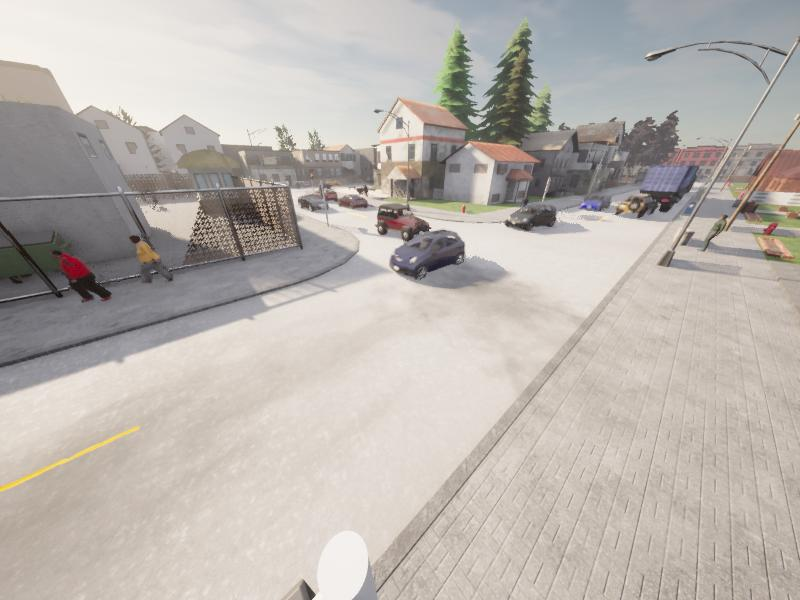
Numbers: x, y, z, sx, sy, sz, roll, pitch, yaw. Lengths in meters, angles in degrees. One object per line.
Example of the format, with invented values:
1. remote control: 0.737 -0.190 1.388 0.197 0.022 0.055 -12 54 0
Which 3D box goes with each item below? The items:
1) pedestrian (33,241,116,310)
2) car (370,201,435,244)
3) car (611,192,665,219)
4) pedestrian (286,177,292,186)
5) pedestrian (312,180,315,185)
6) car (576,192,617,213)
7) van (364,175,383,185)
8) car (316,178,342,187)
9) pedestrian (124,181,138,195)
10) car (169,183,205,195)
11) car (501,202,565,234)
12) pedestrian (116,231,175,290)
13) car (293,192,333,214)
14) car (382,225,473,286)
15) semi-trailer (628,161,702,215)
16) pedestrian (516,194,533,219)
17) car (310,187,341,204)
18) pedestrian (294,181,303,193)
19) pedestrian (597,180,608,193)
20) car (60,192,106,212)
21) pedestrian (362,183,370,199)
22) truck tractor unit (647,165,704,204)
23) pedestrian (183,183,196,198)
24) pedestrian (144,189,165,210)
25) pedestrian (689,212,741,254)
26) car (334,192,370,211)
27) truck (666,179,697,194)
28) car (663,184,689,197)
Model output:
1. pedestrian: -9.953 -0.754 7.178 0.751 1.860 0.751 24 38 36
2. car: 0.080 -5.141 15.019 1.905 1.878 3.866 -27 39 -38
3. car: 22.224 -8.897 21.534 4.605 1.855 1.932 -18 35 -29
4. pedestrian: -25.488 -27.189 52.981 0.751 1.860 0.751 -22 37 -33
5. pedestrian: -21.063 -28.620 56.220 0.500 1.100 0.500 -23 37 -34
6. car: 20.736 -10.314 24.344 4.514 1.525 2.007 -23 37 -34
7. van: -6.844 -31.138 59.954 4.442 1.987 1.775 -23 37 -34
8. car: -16.295 -27.010 53.207 5.366 1.575 1.801 -23 37 -34
9. pedestrian: -42.905 -17.907 36.904 0.751 1.860 0.751 -21 36 -32
10. car: -35.776 -18.711 38.939 4.193 1.474 1.816 -22 36 -32
11. car: 9.808 -6.181 17.105 3.988 1.617 1.851 -15 33 -25
12. pedestrian: -9.112 -1.442 8.369 0.751 1.860 0.751 -23 37 -35
13. car: -9.255 -10.369 24.454 2.128 1.511 4.902 -23 37 -34
14. car: 1.247 -2.149 10.198 3.633 1.501 1.845 -23 37 -34
15. semi-trailer: 29.922 -12.809 25.769 14.254 4.402 2.717 -22 37 -34
16. pedestrian: 10.668 -8.063 19.856 0.751 1.860 0.751 11 32 18
17. car: -9.926 -13.902 30.558 2.007 1.525 4.514 -23 37 -34
18. pedestrian: -17.491 -19.414 39.723 0.751 1.860 0.751 14 33 23
19. pedestrian: 34.521 -19.368 39.435 0.751 1.860 0.751 -23 37 -34
20. car: -33.330 -10.450 24.440 1.816 1.474 4.193 -23 37 -34
21. pedestrian: -4.708 -15.082 32.017 0.751 1.860 0.751 -18 35 -28
22. truck tractor unit: 36.012 -15.234 30.214 6.516 4.208 3.053 -23 37 -34
23. pedestrian: -29.932 -15.552 32.828 0.751 1.860 0.751 -18 34 -28
24. pedestrian: -25.288 -10.368 23.853 0.751 1.860 0.751 21 36 31
25. pedestrian: 16.017 -3.428 11.827 0.751 1.860 0.751 20 35 30
26. car: -5.423 -11.160 25.967 1.994 1.385 4.181 -24 38 -35
27. truck: 49.397 -19.970 40.497 6.274 2.098 2.390 -23 37 -34
28. car: 43.629 -17.307 36.445 5.008 1.535 1.882 -23 37 -34
